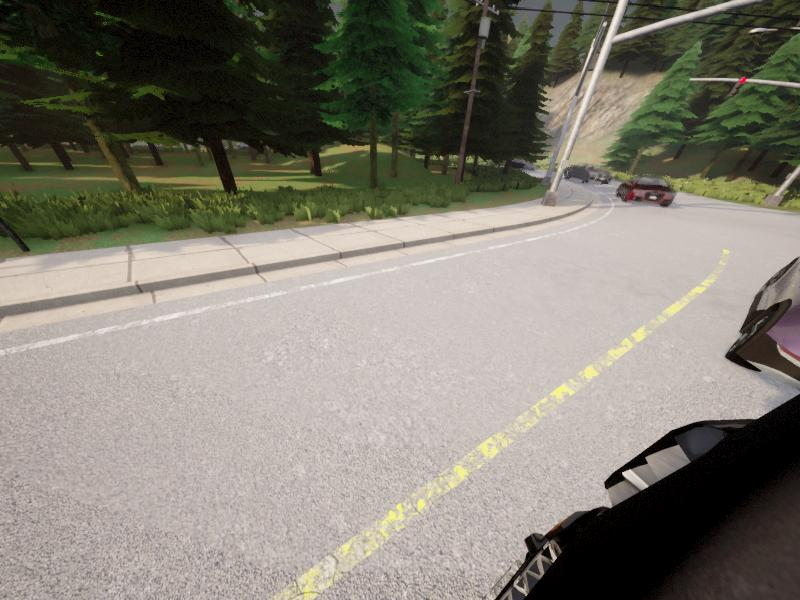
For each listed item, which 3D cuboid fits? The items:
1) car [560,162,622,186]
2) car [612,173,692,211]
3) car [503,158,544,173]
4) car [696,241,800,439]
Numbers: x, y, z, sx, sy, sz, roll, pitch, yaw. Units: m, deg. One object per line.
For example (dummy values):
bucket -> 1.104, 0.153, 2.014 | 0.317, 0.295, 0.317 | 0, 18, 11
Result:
car -> 18.500, -12.505, 22.748 | 2.152, 1.651, 5.027 | 5, 33, 3
car -> 14.437, -6.483, 13.600 | 1.994, 1.385, 4.181 | 20, 37, 24
car -> 17.469, -19.296, 32.998 | 2.128, 1.511, 4.902 | -9, 35, -18
car -> 6.133, 0.168, 2.698 | 4.856, 1.649, 2.033 | -17, 39, -28
